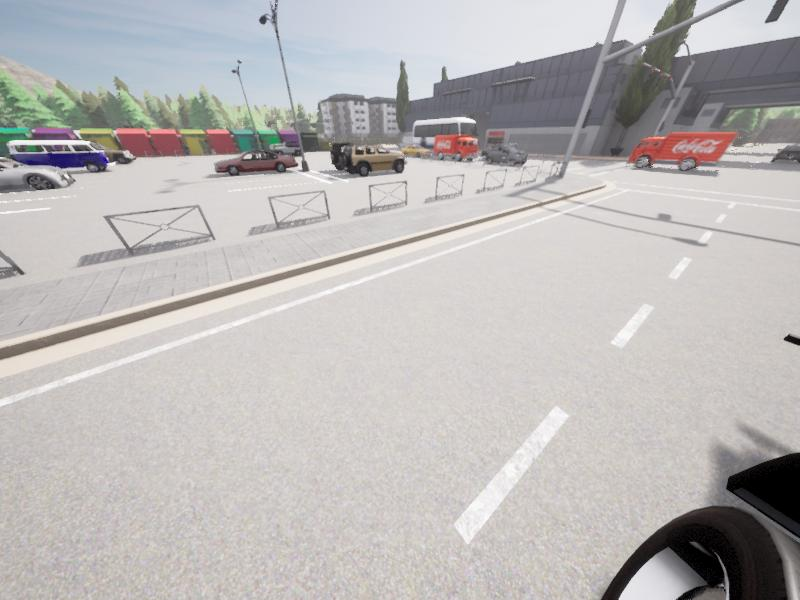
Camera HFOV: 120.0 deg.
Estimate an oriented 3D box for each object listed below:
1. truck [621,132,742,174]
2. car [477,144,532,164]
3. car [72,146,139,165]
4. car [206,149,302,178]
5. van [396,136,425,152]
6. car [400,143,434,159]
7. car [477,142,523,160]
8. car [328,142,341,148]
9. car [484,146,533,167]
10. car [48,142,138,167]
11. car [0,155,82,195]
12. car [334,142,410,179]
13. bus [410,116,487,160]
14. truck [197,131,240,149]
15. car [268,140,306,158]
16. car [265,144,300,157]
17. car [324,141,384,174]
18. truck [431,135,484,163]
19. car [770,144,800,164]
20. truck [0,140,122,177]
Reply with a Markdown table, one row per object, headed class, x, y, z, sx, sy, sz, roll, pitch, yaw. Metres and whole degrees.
| class | x | y | z | sx | sy | sz | roll | pitch | yaw |
| --- | --- | --- | --- | --- | --- | --- | --- | --- | --- |
| truck | 21.955 | -11.802 | 18.396 | 2.627 | 2.467 | 5.204 | -23 | 41 | -29 |
| car | 11.480 | -16.394 | 25.741 | 2.152 | 1.651 | 5.027 | -23 | 41 | -29 |
| car | -30.769 | -15.280 | 24.342 | 3.905 | 1.438 | 1.784 | -23 | 41 | -29 |
| car | -10.224 | -9.830 | 16.484 | 5.357 | 1.415 | 2.033 | -23 | 41 | -29 |
| van | 1.986 | -31.780 | 46.988 | 2.351 | 2.431 | 6.366 | -22 | 40 | -27 |
| car | 2.199 | -20.557 | 31.765 | 1.801 | 1.575 | 5.366 | -22 | 40 | -27 |
| car | 12.612 | -19.033 | 29.442 | 2.242 | 1.667 | 4.611 | -22 | 40 | -28 |
| car | -19.326 | -45.600 | 67.771 | 1.895 | 1.301 | 4.718 | -22 | 40 | -27 |
| car | 10.307 | -13.828 | 22.181 | 1.845 | 1.501 | 3.633 | -22 | 41 | -28 |
| car | -29.126 | -14.086 | 22.265 | 4.605 | 1.855 | 1.932 | -23 | 41 | -29 |
| car | -19.155 | -6.074 | 11.220 | 3.806 | 1.475 | 1.970 | -23 | 41 | -29 |
| car | -1.763 | -9.588 | 15.668 | 4.605 | 1.855 | 1.932 | -23 | 41 | -29 |
| bus | 5.992 | -22.159 | 31.694 | 3.944 | 4.253 | 10.273 | -22 | 40 | -27 |
| truck | -49.702 | -44.035 | 63.575 | 8.468 | 3.827 | 2.891 | -23 | 41 | -28 |
| car | -14.937 | -20.045 | 30.639 | 3.866 | 1.878 | 1.905 | -23 | 41 | -29 |
| car | -16.623 | -21.197 | 32.706 | 3.806 | 1.475 | 1.970 | -23 | 41 | -29 |
| car | -3.414 | -10.948 | 17.618 | 3.866 | 1.878 | 1.905 | -23 | 41 | -29 |
| truck | 6.410 | -17.403 | 26.476 | 2.627 | 2.467 | 5.204 | -22 | 40 | -28 |
| car | 39.951 | -14.891 | 23.506 | 4.892 | 1.490 | 1.837 | -22 | 41 | -28 |
| truck | -24.267 | -10.368 | 16.778 | 4.478 | 2.038 | 2.069 | -23 | 41 | -29 |
